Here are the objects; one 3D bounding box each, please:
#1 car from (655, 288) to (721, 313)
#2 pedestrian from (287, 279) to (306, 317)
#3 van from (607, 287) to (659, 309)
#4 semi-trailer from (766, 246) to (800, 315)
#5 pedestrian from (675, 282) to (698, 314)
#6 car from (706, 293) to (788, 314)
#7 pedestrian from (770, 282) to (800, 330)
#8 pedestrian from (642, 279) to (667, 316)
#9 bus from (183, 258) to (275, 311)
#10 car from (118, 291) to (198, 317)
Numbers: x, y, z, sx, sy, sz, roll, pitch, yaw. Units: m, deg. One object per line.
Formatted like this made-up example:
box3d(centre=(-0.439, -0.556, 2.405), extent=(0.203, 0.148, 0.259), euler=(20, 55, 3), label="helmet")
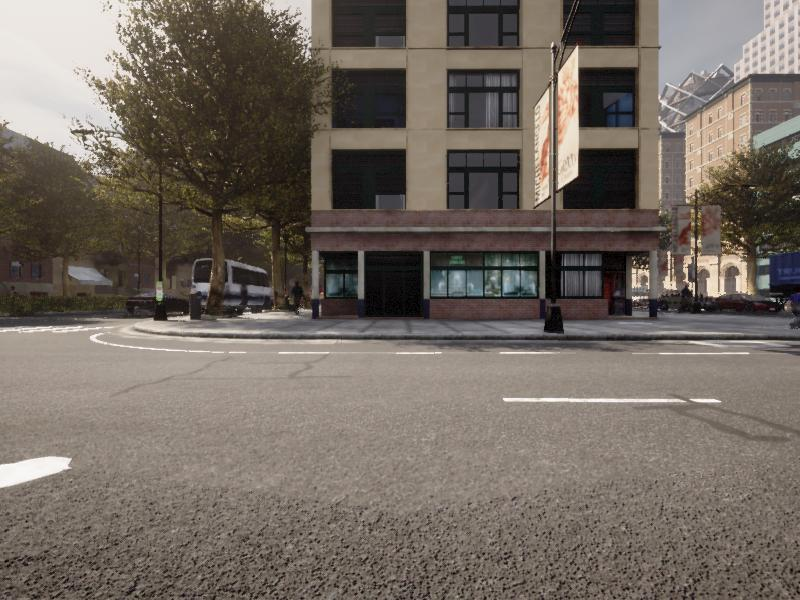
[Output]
box3d(centre=(22.879, 0.052, 32.033), extent=(1.932, 1.855, 4.605), euler=(0, 0, 1), label="car")
box3d(centre=(-5.113, -0.115, 19.865), extent=(0.751, 1.860, 0.751), euler=(0, 0, -1), label="pedestrian")
box3d(centre=(26.520, -0.222, 45.951), extent=(2.351, 2.431, 6.366), euler=(0, 0, 1), label="van")
box3d(centre=(26.565, -1.218, 20.550), extent=(2.717, 4.402, 14.254), euler=(0, 0, 1), label="semi-trailer")
box3d(centre=(16.782, -0.115, 23.453), extent=(0.751, 1.860, 0.751), euler=(0, 0, -7), label="pedestrian")
box3d(centre=(26.365, 0.251, 30.679), extent=(2.163, 1.488, 4.792), euler=(0, 0, 1), label="car")
box3d(centre=(11.018, 0.165, 11.136), extent=(0.751, 1.300, 0.751), euler=(0, 0, -8), label="pedestrian")
box3d(centre=(12.814, -0.115, 20.169), extent=(0.751, 1.860, 0.751), euler=(0, 0, -1), label="pedestrian")
box3d(centre=(-15.158, -1.142, 36.848), extent=(3.944, 4.253, 10.273), euler=(0, -1, 0), label="bus")
box3d(centre=(-15.105, 0.236, 25.394), extent=(2.128, 1.511, 4.902), euler=(0, 0, 0), label="car")
